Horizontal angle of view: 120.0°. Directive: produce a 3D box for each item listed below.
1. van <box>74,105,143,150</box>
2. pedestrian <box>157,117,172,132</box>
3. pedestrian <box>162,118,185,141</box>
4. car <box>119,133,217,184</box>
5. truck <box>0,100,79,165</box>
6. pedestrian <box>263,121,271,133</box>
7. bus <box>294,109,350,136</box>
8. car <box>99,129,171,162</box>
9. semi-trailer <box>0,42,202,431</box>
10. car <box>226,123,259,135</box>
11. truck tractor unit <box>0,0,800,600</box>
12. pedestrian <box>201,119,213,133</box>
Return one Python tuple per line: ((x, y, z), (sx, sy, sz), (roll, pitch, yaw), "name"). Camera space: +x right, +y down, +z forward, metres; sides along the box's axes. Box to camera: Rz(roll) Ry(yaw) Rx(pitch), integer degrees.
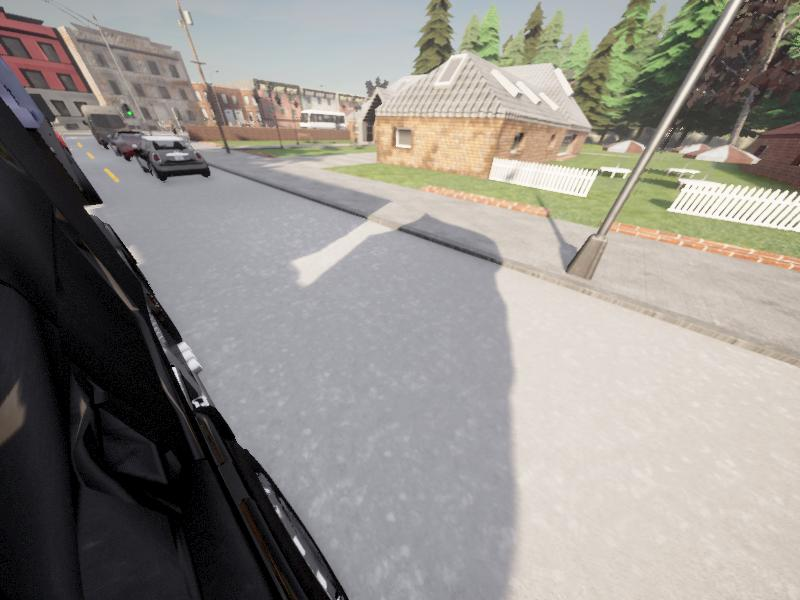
((-22.946, -13.583, 18.164), (5.915, 2.561, 1.988), (29, 44, 30), "van")
((-36.798, -27.474, 36.143), (0.751, 1.860, 0.751), (24, 42, 26), "pedestrian")
((-22.740, -17.116, 23.226), (0.751, 1.860, 0.751), (13, 38, 14), "pedestrian")
((-10.337, -6.420, 10.313), (3.806, 1.475, 1.970), (28, 44, 30), "car")
((-20.129, -8.943, 12.209), (5.204, 2.467, 2.627), (28, 44, 30), "truck")
((-27.059, -35.138, 46.997), (0.751, 1.860, 0.751), (12, 38, 12), "pedestrian")
((-16.219, -37.722, 49.366), (3.944, 4.253, 10.273), (28, 44, 30), "bus")
((-16.388, -9.622, 14.281), (4.181, 1.385, 1.994), (28, 44, 29), "car")
((-8.702, -3.609, 4.215), (14.254, 4.402, 2.717), (28, 44, 30), "semi-trailer")
((-27.058, -29.435, 39.817), (1.851, 1.617, 3.988), (28, 44, 30), "car")
((-2.645, -0.295, 0.352), (6.516, 4.208, 3.053), (28, 44, 30), "truck tractor unit")
((-33.147, -29.984, 39.728), (0.751, 1.860, 0.751), (22, 41, 23), "pedestrian")
